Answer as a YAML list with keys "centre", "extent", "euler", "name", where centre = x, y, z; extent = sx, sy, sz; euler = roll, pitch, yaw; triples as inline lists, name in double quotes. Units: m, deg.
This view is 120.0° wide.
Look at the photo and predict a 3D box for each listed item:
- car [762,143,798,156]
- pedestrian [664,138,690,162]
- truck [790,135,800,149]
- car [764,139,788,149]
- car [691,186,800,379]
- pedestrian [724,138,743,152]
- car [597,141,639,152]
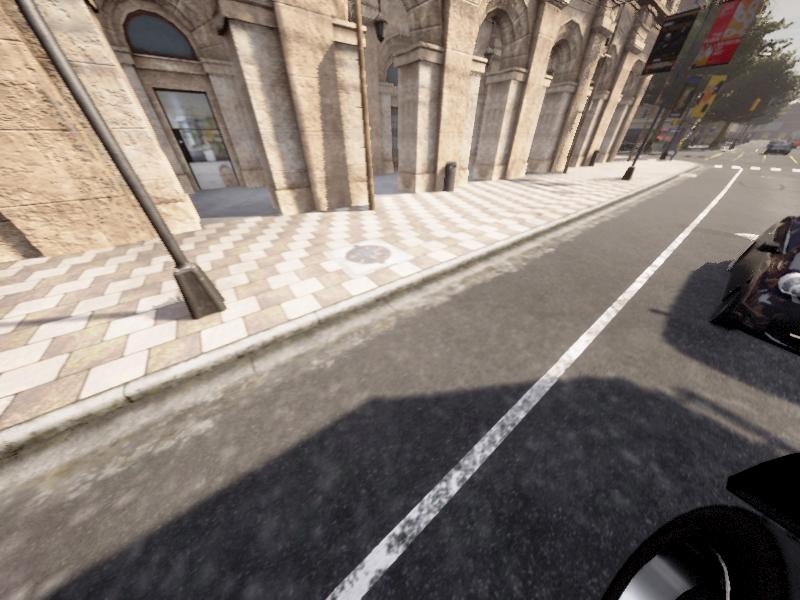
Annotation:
- centre: [51.323, -20.444, 31.276]
  extent: [4.181, 1.385, 1.994]
  euler: [-24, 42, -30]
  name: "car"
- centre: [26.772, -14.510, 22.344]
  extent: [0.751, 1.860, 0.751]
  euler: [-23, 41, -28]
  name: "pedestrian"
- centre: [80.481, -31.363, 45.586]
  extent: [5.204, 2.467, 2.627]
  euler: [-24, 42, -30]
  name: "truck"
- centre: [78.920, -32.788, 48.512]
  extent: [4.902, 1.511, 2.128]
  euler: [-24, 42, -30]
  name: "car"
- centre: [5.984, -0.338, 3.011]
  extent: [3.633, 1.501, 1.845]
  euler: [-24, 41, -29]
  name: "car"
- centre: [54.203, -25.214, 37.565]
  extent: [0.751, 1.860, 0.751]
  euler: [20, 40, 27]
  name: "pedestrian"
- centre: [39.383, -27.882, 41.860]
  extent: [2.128, 1.511, 4.902]
  euler: [-24, 41, -29]
  name: "car"
